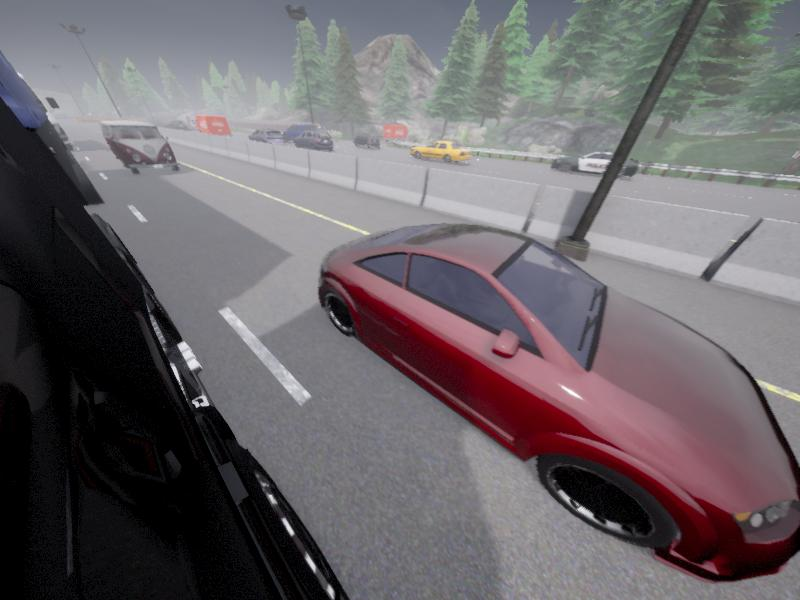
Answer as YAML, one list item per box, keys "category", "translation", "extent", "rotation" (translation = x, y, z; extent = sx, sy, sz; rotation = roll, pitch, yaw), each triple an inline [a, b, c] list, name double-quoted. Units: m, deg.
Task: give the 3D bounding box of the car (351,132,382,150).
- category: "car"
  translation: [-4.066, -19.362, 28.068]
  extent: [1.789, 1.549, 3.705]
  rotation: [-26, 45, -33]

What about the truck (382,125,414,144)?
- category: "truck"
  translation: [-0.293, -28.190, 39.385]
  extent: [2.627, 2.467, 5.204]
  rotation: [28, 43, 29]

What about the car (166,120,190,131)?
- category: "car"
  translation: [-44.759, -35.217, 46.617]
  extent: [4.611, 1.667, 2.242]
  rotation: [29, 44, 31]

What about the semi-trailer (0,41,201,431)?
- category: "semi-trailer"
  translation: [-8.686, -3.610, 4.245]
  extent: [14.254, 4.402, 2.717]
  rotation: [28, 44, 30]

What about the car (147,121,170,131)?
- category: "car"
  translation: [-45.400, -32.703, 43.434]
  extent: [4.181, 1.385, 1.994]
  rotation: [28, 43, 30]

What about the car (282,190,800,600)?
- category: "car"
  translation: [0.934, 0.057, 2.507]
  extent: [4.181, 1.385, 1.994]
  rotation: [28, 44, 30]

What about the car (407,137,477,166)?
- category: "car"
  translation: [3.304, -12.415, 19.213]
  extent: [5.366, 1.575, 1.801]
  rotation: [28, 43, 30]

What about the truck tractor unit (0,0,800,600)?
- category: "truck tractor unit"
  translation: [-2.645, -0.295, 0.352]
  extent: [6.516, 4.208, 3.053]
  rotation: [28, 44, 30]

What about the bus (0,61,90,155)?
- category: "bus"
  translation: [-26.146, -12.880, 15.685]
  extent: [10.273, 4.253, 3.944]
  rotation: [28, 43, 30]

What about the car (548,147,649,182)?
- category: "car"
  translation: [13.629, -9.628, 16.186]
  extent: [4.974, 1.542, 2.038]
  rotation: [28, 43, 30]

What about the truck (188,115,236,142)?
- category: "truck"
  translation: [-23.649, -21.622, 29.070]
  extent: [5.204, 2.467, 2.627]
  rotation: [28, 44, 30]

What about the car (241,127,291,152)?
- category: "car"
  translation: [-12.993, -15.632, 22.430]
  extent: [4.856, 1.649, 2.033]
  rotation: [28, 44, 29]

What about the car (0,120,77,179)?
- category: "car"
  translation: [-16.627, -6.733, 10.114]
  extent: [4.553, 1.767, 2.097]
  rotation: [28, 43, 30]

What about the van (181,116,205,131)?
- category: "van"
  translation: [-45.471, -38.744, 50.639]
  extent: [2.351, 2.431, 6.366]
  rotation: [-28, 46, -34]

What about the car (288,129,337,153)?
- category: "car"
  translation: [-8.815, -16.158, 23.371]
  extent: [4.611, 1.667, 2.242]
  rotation: [28, 44, 30]

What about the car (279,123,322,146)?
- category: "car"
  translation: [-12.671, -21.082, 29.411]
  extent: [5.566, 2.045, 2.150]
  rotation: [28, 44, 30]

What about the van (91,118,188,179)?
- category: "van"
  translation: [-12.312, -7.246, 10.924]
  extent: [4.442, 1.987, 1.775]
  rotation: [28, 43, 30]
